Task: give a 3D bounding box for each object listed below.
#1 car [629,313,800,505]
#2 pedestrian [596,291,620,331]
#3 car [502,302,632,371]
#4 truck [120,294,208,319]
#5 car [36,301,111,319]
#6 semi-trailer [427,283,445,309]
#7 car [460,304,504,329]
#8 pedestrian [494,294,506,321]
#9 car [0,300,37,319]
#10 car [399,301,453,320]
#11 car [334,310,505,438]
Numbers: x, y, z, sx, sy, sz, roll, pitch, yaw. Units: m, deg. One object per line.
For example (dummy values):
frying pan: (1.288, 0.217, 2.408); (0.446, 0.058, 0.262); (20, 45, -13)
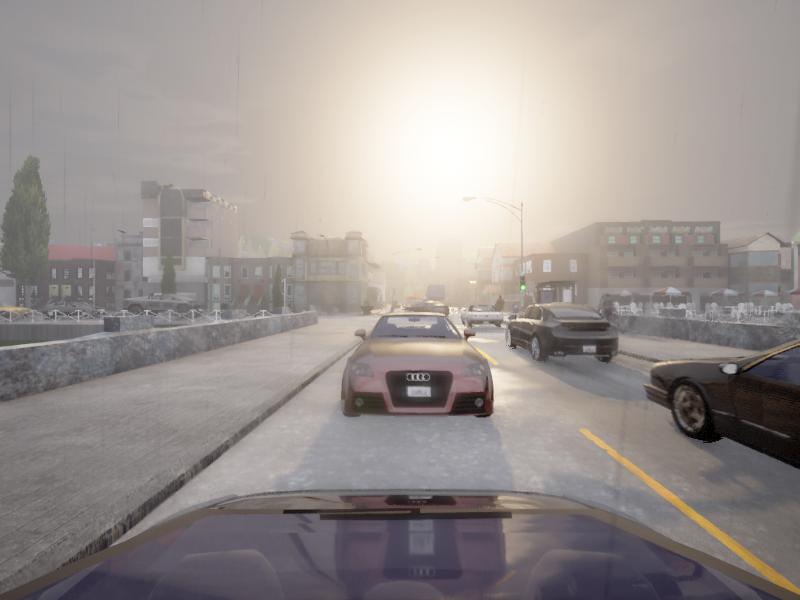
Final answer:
car: (4.138, 0.895, 2.891); (2.033, 1.411, 5.357); (0, 0, 2)
pedestrian: (9.900, 0.533, 19.037); (0.751, 1.860, 0.751); (0, 0, 0)
car: (4.423, 0.847, 11.567); (1.837, 1.490, 4.892); (0, 1, 2)
truck: (-20.415, 0.542, 34.832); (6.274, 2.098, 2.390); (0, 0, 2)
car: (-28.550, 0.836, 35.105); (4.902, 1.511, 2.128); (0, 0, 2)
semi-trailer: (6.453, -0.617, 73.772); (2.717, 4.402, 14.254); (0, 0, 2)
car: (4.844, 0.944, 24.271); (1.895, 1.301, 4.718); (0, 0, 2)
pedestrian: (7.233, 0.533, 28.901); (0.751, 1.860, 0.751); (0, 0, 19)
car: (-35.539, 0.801, 35.340); (5.366, 1.575, 1.801); (0, 0, 2)
car: (2.180, 0.837, 34.966); (2.128, 1.511, 4.902); (0, 0, -36)
car: (0.239, 0.907, 6.750); (1.994, 1.385, 4.181); (0, 0, 0)
